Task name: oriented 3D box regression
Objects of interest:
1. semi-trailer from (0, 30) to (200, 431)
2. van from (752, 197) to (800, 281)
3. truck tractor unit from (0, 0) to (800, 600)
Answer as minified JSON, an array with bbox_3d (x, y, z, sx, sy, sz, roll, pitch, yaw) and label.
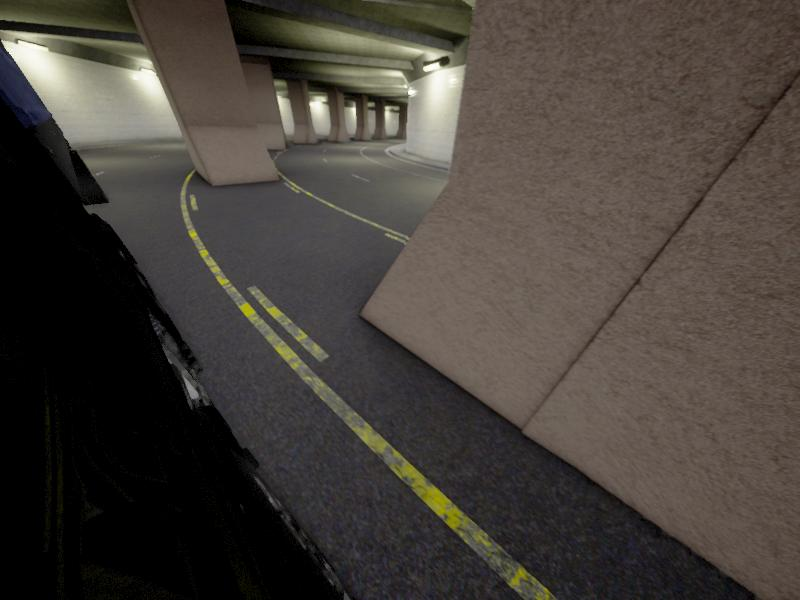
[{"bbox_3d":[-8.633,-3.657,4.279,14.254,4.402,2.717,29,44,30],"label":"semi-trailer"},{"bbox_3d":[11.375,-0.676,3.272,6.366,2.431,2.351,27,43,29],"label":"van"},{"bbox_3d":[-2.645,-0.295,0.352,6.516,4.208,3.053,28,44,30],"label":"truck tractor unit"}]
